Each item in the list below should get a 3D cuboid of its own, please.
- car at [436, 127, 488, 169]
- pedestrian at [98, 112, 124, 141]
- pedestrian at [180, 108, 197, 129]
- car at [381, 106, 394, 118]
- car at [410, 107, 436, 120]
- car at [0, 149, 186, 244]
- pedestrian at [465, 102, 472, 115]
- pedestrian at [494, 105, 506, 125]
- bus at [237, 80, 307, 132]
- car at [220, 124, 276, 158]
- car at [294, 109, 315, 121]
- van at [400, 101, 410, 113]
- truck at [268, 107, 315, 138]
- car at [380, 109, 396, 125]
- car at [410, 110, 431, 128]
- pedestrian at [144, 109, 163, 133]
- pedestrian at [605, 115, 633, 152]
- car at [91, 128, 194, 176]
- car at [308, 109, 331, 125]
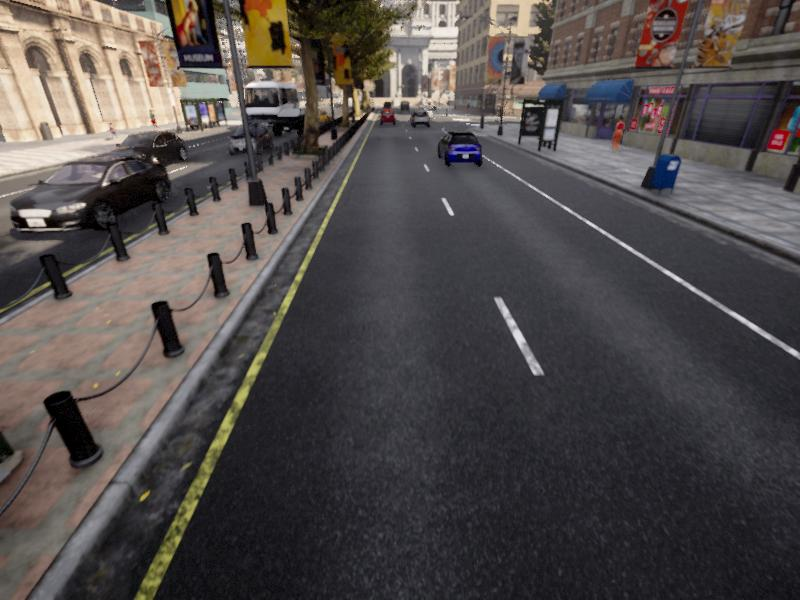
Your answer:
[{"bbox_3d":[2.939,-7.685,20.026,1.816,1.474,4.193,-1,27,-1],"label":"car"},{"bbox_3d":[-20.712,-12.468,28.728,0.751,1.860,0.751,3,27,7],"label":"pedestrian"},{"bbox_3d":[-20.378,-17.498,38.547,0.751,1.860,0.751,3,27,6],"label":"pedestrian"},{"bbox_3d":[-1.963,-29.813,63.293,2.007,1.525,4.514,-1,27,-1],"label":"car"},{"bbox_3d":[3.184,-26.613,56.921,1.845,1.501,3.633,-17,32,-29],"label":"car"},{"bbox_3d":[-8.275,-3.084,11.085,2.128,1.511,4.902,-1,27,-1],"label":"car"},{"bbox_3d":[10.992,-30.757,64.209,0.751,1.860,0.751,-9,28,-17],"label":"pedestrian"},{"bbox_3d":[10.572,-19.530,42.289,0.751,1.860,0.751,-6,28,-11],"label":"pedestrian"},{"bbox_3d":[-12.628,-19.890,40.926,3.944,4.253,10.273,-1,27,-2],"label":"bus"},{"bbox_3d":[-8.667,-9.273,23.151,1.845,1.501,3.633,-1,27,-1],"label":"car"},{"bbox_3d":[-13.197,-25.694,55.506,1.895,1.301,4.718,-1,27,-2],"label":"car"},{"bbox_3d":[0.964,-38.388,79.433,1.775,1.987,4.442,-1,27,-1],"label":"van"},{"bbox_3d":[-9.027,-15.202,34.110,2.390,2.098,6.274,-1,27,-1],"label":"truck"},{"bbox_3d":[-1.427,-21.392,46.734,1.789,1.549,3.705,-1,27,-1],"label":"car"},{"bbox_3d":[2.177,-19.760,43.553,2.007,1.525,4.514,-1,27,-1],"label":"car"},{"bbox_3d":[-21.466,-15.607,34.863,0.751,1.860,0.751,2,27,3],"label":"pedestrian"},{"bbox_3d":[12.018,-9.159,22.027,0.751,1.860,0.751,1,27,2],"label":"pedestrian"},{"bbox_3d":[-12.041,-7.241,19.239,1.837,1.490,4.892,-1,28,-1],"label":"car"},{"bbox_3d":[-9.459,-21.823,47.606,1.801,1.575,5.366,-1,27,-1],"label":"car"}]
